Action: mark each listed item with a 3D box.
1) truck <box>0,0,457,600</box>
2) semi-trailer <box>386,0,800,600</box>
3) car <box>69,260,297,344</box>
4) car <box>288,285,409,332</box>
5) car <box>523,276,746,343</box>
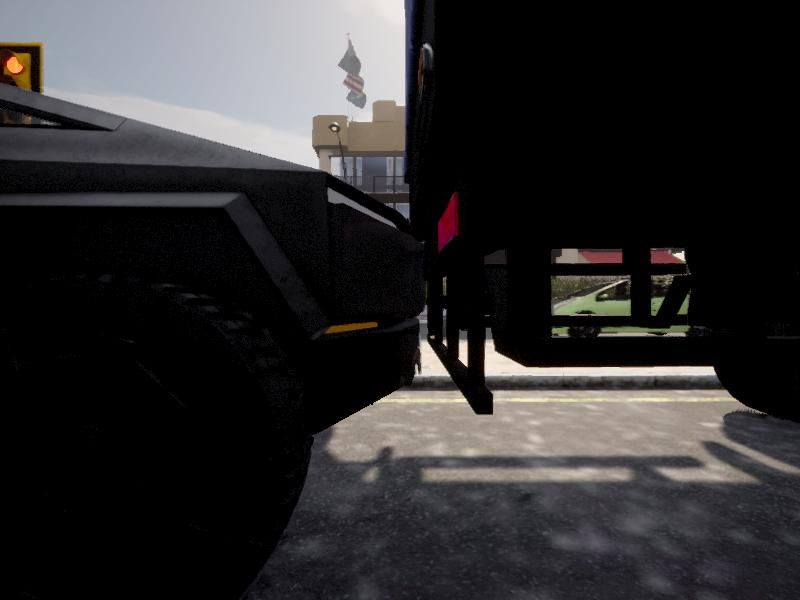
[{"bbox_3d":[-3.007,-0.028,2.197,6.274,2.098,2.390,-1,0,0],"label":"truck"},{"bbox_3d":[7.095,-1.235,2.228,14.254,4.402,2.717,0,0,0],"label":"semi-trailer"},{"bbox_3d":[-5.108,0.074,10.013,4.605,1.855,1.932,1,0,-5],"label":"car"},{"bbox_3d":[-1.633,0.260,13.667,3.806,1.475,1.970,0,0,0],"label":"car"},{"bbox_3d":[5.698,0.216,10.201,4.514,1.525,2.007,0,0,0],"label":"car"}]
